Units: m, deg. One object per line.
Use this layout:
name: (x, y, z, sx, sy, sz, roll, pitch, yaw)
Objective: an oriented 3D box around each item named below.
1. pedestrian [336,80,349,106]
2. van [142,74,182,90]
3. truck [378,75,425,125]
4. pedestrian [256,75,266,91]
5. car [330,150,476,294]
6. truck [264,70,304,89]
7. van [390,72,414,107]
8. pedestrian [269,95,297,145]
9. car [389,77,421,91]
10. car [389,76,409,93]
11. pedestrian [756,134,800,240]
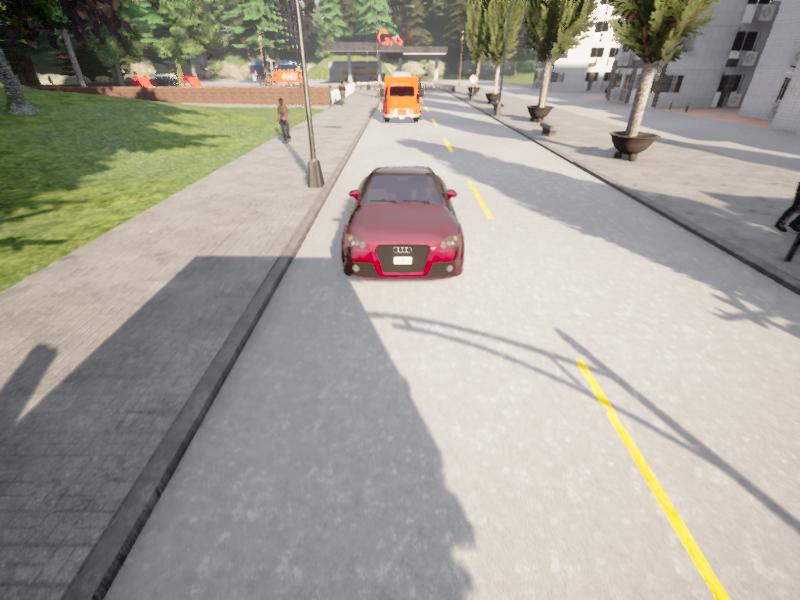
pedestrian: (-4.811, -17.329, 33.472, 0.751, 1.860, 0.751, 2, 30, 4)
van: (-36.556, -33.644, 61.646, 4.480, 2.038, 2.069, 0, 30, 0)
truck: (0.114, -12.688, 25.202, 2.627, 2.467, 5.204, 0, 30, 0)
pedestrian: (-18.653, -29.124, 53.606, 0.751, 1.860, 0.751, 0, 30, 0)
car: (0.049, -1.754, 7.624, 1.994, 1.385, 4.181, 0, 30, 0)
truck: (-17.695, -33.901, 61.411, 5.204, 2.467, 2.627, 0, 30, 0)
van: (0.178, -19.143, 36.152, 1.988, 2.561, 5.915, 0, 30, 0)
pedestrian: (-4.863, -7.535, 16.753, 0.751, 1.860, 0.751, -2, 30, -4)
car: (0.664, -31.446, 58.159, 2.038, 1.542, 4.974, -22, 37, -31)
car: (-0.145, -28.076, 52.040, 1.905, 1.878, 3.866, -5, 31, -9)
pedestrian: (7.857, -2.171, 7.596, 0.751, 1.860, 0.751, -4, 31, -7)
